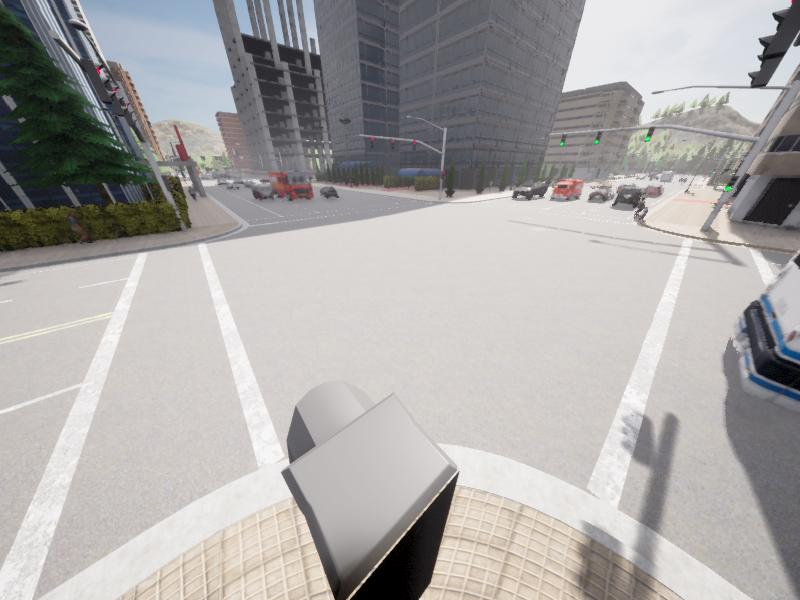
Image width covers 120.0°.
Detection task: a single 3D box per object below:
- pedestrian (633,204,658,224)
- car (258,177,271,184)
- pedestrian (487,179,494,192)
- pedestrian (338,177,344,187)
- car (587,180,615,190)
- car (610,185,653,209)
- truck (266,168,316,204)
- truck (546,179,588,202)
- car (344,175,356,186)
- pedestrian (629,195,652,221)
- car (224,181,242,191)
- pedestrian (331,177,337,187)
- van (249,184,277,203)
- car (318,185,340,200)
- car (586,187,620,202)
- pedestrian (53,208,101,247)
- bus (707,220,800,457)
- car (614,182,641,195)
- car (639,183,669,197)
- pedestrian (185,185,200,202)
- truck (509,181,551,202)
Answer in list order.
[{"bbox_3d":[19.096,-6.690,17.985,0.751,1.300,0.751,-19,35,-30],"label":"pedestrian"},{"bbox_3d":[-38.033,-33.671,64.788,1.882,1.535,5.008,-23,37,-34],"label":"car"},{"bbox_3d":[15.973,-20.157,40.675,0.751,1.860,0.751,12,32,19],"label":"pedestrian"},{"bbox_3d":[-13.101,-26.089,50.979,0.751,1.860,0.751,-25,38,-36],"label":"pedestrian"},{"bbox_3d":[40.365,-23.023,46.302,5.366,1.575,1.801,-15,33,-24],"label":"car"},{"bbox_3d":[26.926,-12.041,26.818,5.566,2.045,2.150,-23,37,-33],"label":"car"},{"bbox_3d":[-15.024,-15.805,31.556,2.891,3.827,8.468,-23,37,-34],"label":"truck"},{"bbox_3d":[22.935,-15.120,31.724,5.204,2.467,2.627,-23,37,-34],"label":"truck"},{"bbox_3d":[-11.925,-28.857,55.608,2.390,2.098,6.274,-5,30,-9],"label":"car"},{"bbox_3d":[20.467,-7.833,19.664,0.751,1.860,0.751,25,38,36],"label":"pedestrian"},{"bbox_3d":[-33.349,-22.785,46.078,1.970,1.475,3.806,-23,37,-34],"label":"car"},{"bbox_3d":[-14.042,-25.087,49.244,0.751,1.860,0.751,26,39,38],"label":"pedestrian"},{"bbox_3d":[-18.118,-14.129,30.494,1.775,1.987,4.442,-23,37,-34],"label":"van"},{"bbox_3d":[-10.558,-15.998,34.222,1.837,1.490,4.892,-14,33,-23],"label":"car"},{"bbox_3d":[27.651,-14.408,31.425,4.974,1.542,2.038,-22,37,-34],"label":"car"},{"bbox_3d":[-17.640,-3.973,12.673,0.751,1.860,0.751,-26,39,-37],"label":"pedestrian"},{"bbox_3d":[10.590,1.598,0.990,3.944,4.253,10.273,-23,37,-34],"label":"bus"},{"bbox_3d":[39.113,-19.264,39.701,4.611,1.667,2.242,-23,37,-34],"label":"car"},{"bbox_3d":[39.992,-17.349,36.386,4.611,1.667,2.242,-23,37,-34],"label":"car"},{"bbox_3d":[-25.643,-13.144,28.558,0.751,1.860,0.751,25,38,36],"label":"pedestrian"},{"bbox_3d":[18.356,-15.325,32.451,6.274,2.098,2.390,-23,37,-34],"label":"truck"}]
